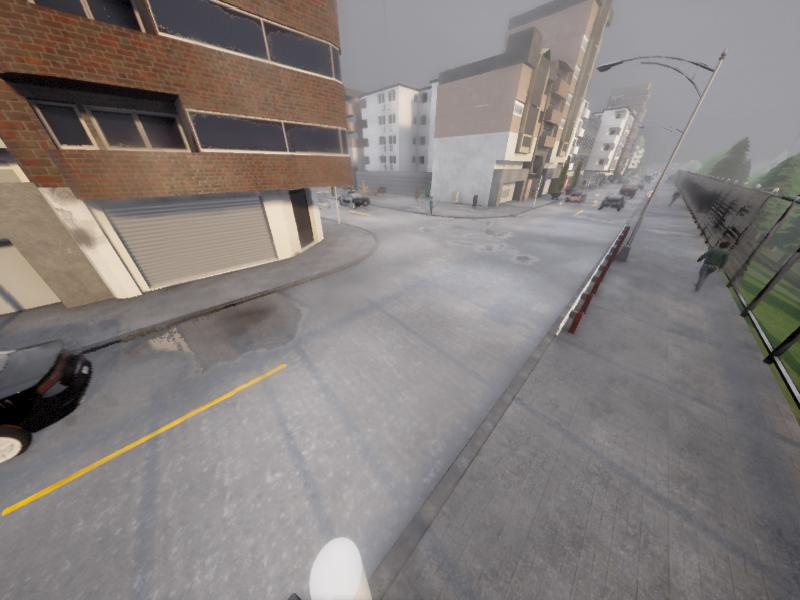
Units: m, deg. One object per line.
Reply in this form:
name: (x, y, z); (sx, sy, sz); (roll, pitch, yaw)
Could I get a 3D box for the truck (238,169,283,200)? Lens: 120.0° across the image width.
truck: (-21.402, -17.857, 35.317); (2.891, 3.827, 8.468); (-26, 39, -37)

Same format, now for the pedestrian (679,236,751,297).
pedestrian: (10.974, -1.188, 8.155); (0.751, 1.860, 0.751); (26, 39, 37)

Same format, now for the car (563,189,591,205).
car: (22.549, -13.169, 29.455); (3.633, 1.501, 1.845); (-27, 39, -38)

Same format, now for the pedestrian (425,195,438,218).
pedestrian: (2.894, -8.600, 21.201); (0.751, 1.860, 0.751); (26, 39, 37)

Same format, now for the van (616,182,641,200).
van: (34.419, -16.458, 34.731); (4.442, 1.987, 1.775); (-27, 39, -38)

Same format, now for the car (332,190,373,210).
car: (-5.604, -11.790, 26.995); (5.238, 1.638, 1.930); (26, 39, 38)

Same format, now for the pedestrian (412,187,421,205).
pedestrian: (1.976, -12.485, 27.751); (0.751, 1.860, 0.751); (-19, 35, -29)

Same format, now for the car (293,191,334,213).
car: (-9.613, -10.994, 25.628); (2.033, 1.649, 4.856); (-26, 39, -37)

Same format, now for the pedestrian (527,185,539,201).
pedestrian: (17.711, -14.229, 30.742); (0.751, 1.860, 0.751); (-27, 39, -38)

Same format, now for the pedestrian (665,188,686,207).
pedestrian: (31.325, -11.662, 26.296); (0.751, 1.860, 0.751); (-19, 35, -29)

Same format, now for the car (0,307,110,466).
car: (-8.102, 2.112, 2.916); (5.238, 1.638, 1.930); (-27, 39, -38)

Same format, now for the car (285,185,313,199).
car: (-15.507, -16.576, 35.343); (1.801, 1.575, 5.366); (-25, 38, -37)

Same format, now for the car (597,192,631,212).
car: (23.840, -10.958, 25.690); (4.892, 1.490, 1.837); (-27, 39, -38)
